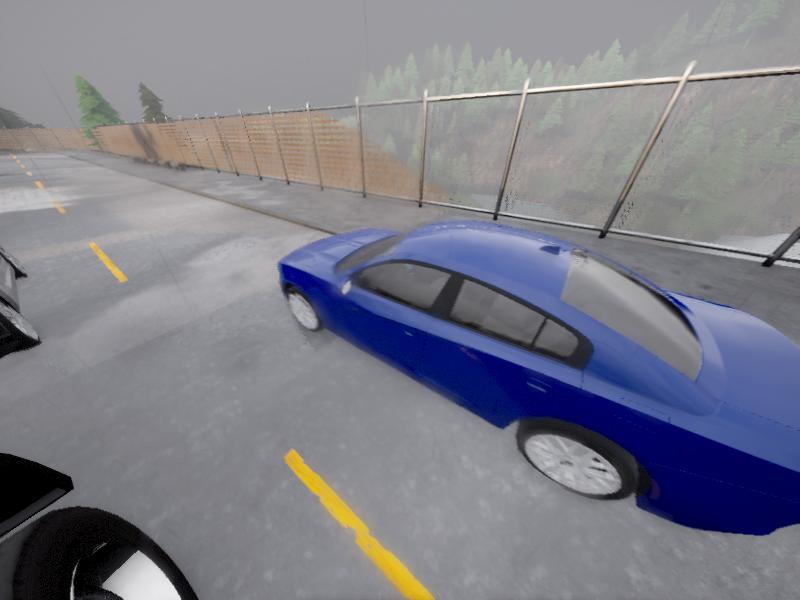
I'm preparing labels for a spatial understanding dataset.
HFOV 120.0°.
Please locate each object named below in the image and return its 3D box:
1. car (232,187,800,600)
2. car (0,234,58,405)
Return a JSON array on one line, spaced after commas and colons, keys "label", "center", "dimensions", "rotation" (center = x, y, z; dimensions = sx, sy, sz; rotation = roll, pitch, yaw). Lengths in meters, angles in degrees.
[{"label": "car", "center": [0.562, -0.083, 2.698], "dimensions": [5.008, 1.535, 1.882], "rotation": [22, 41, 28]}, {"label": "car", "center": [-6.548, -0.190, 2.711], "dimensions": [5.238, 1.638, 1.930], "rotation": [22, 41, 28]}]
